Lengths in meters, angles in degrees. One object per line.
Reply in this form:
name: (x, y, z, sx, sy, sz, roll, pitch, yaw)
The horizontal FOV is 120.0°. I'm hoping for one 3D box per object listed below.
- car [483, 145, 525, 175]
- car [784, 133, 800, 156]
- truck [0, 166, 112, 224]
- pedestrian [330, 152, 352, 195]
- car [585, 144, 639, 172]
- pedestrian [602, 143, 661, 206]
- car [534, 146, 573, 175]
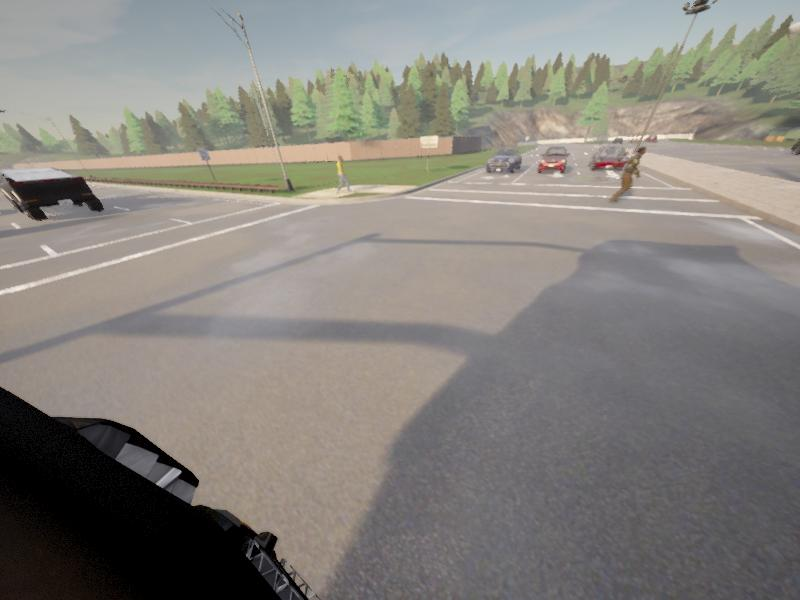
car: (8.667, -11.619, 19.047, 2.097, 1.767, 4.553, 16, 38, 26)
car: (33.566, -12.083, 17.489, 2.150, 2.045, 5.566, 16, 38, 26)
truck: (-18.513, -5.684, 12.083, 6.274, 2.098, 2.390, 16, 38, 26)
pedestrian: (-3.068, -6.601, 12.097, 0.751, 1.860, 0.751, -9, 34, -9)
car: (15.764, -10.785, 17.502, 2.163, 1.488, 4.792, 16, 38, 26)
pedestrian: (8.139, -4.455, 8.241, 0.751, 1.860, 0.751, 16, 38, 26)
car: (11.617, -10.607, 17.459, 1.851, 1.617, 3.988, 16, 38, 26)
